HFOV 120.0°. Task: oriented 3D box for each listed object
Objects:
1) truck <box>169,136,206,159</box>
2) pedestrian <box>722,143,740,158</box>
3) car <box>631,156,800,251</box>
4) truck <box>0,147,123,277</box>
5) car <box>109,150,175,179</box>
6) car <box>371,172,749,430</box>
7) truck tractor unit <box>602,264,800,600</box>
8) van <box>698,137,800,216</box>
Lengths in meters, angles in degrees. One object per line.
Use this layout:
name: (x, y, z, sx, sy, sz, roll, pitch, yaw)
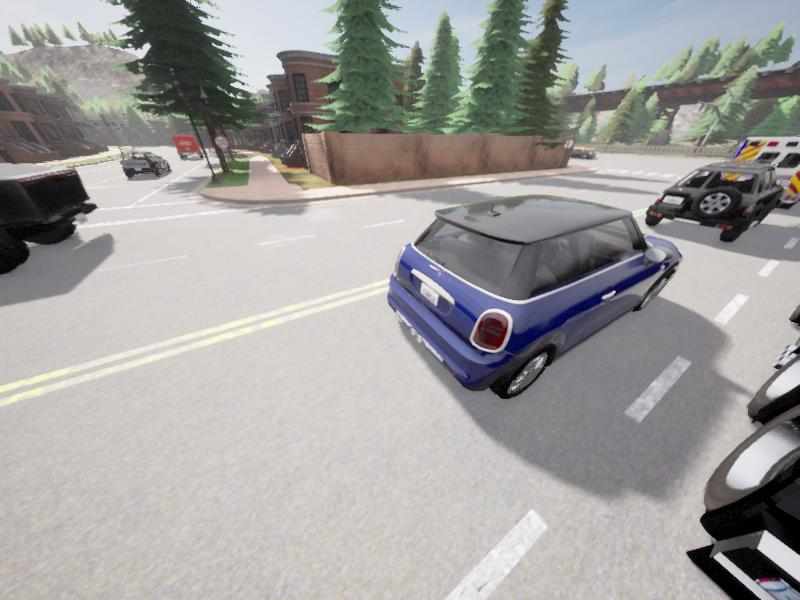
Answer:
truck: (-28.517, -20.699, 31.279, 2.627, 2.467, 5.204, -19, 39, -26)
pedestrian: (51.265, -23.140, 35.792, 0.751, 1.860, 0.751, -17, 38, -23)
car: (9.730, -3.148, 6.974, 4.605, 1.855, 1.932, -18, 39, -25)
truck: (-10.236, -1.353, 4.022, 6.274, 2.098, 2.390, -18, 39, -24)
car: (-18.292, -9.867, 16.670, 1.816, 1.474, 4.193, -17, 38, -23)
car: (2.155, -0.648, 3.385, 4.553, 1.767, 2.097, -18, 39, -24)
truck tractor unit: (5.108, -0.303, 0.784, 6.516, 4.208, 3.053, -18, 39, -24)
van: (16.717, -5.647, 10.149, 6.366, 2.431, 2.351, -18, 39, -24)
